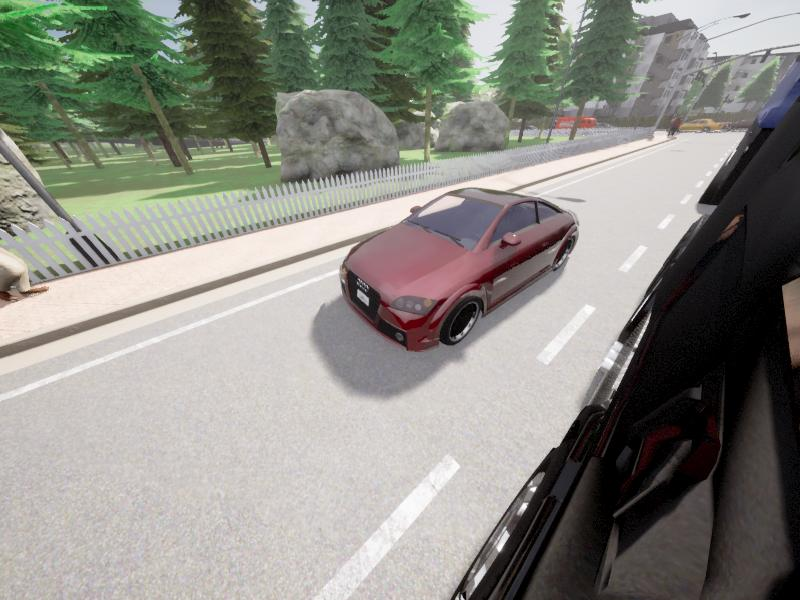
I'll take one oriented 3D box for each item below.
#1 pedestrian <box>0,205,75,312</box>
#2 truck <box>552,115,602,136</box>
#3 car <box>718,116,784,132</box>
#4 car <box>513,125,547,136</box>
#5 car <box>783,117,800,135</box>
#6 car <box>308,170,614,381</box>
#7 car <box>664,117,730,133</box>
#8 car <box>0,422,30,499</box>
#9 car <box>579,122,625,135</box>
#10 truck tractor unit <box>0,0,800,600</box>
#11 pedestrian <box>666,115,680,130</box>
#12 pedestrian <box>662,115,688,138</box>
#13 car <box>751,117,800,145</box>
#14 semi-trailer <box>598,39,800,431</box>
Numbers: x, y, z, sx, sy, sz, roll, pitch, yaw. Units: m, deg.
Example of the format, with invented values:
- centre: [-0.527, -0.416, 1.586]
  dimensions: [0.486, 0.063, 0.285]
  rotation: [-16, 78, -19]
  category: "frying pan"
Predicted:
- centre: [-6.110, -0.839, 3.303]
  dimensions: [0.751, 1.860, 0.751]
  rotation: [-28, 43, -29]
  category: "pedestrian"
- centre: [27.677, -27.362, 36.373]
  dimensions: [2.627, 2.467, 5.204]
  rotation: [-26, 43, -28]
  category: "truck"
- centre: [46.370, -23.332, 30.667]
  dimensions: [1.812, 1.442, 4.674]
  rotation: [-27, 43, -28]
  category: "car"
- centre: [23.189, -30.319, 41.421]
  dimensions: [1.837, 1.490, 4.892]
  rotation: [-26, 43, -28]
  category: "car"
- centre: [42.822, -17.347, 22.868]
  dimensions: [4.792, 1.488, 2.163]
  rotation: [2, 37, 7]
  category: "car"
- centre: [1.113, -0.949, 3.698]
  dimensions: [4.181, 1.385, 1.994]
  rotation: [-26, 43, -28]
  category: "car"
- centre: [40.809, -24.104, 31.934]
  dimensions: [1.801, 1.575, 5.366]
  rotation: [-26, 43, -28]
  category: "car"
- centre: [-4.470, 1.840, 0.127]
  dimensions: [3.988, 1.617, 1.851]
  rotation: [-27, 43, -29]
  category: "car"
- centre: [31.964, -27.228, 36.724]
  dimensions: [2.128, 1.511, 4.902]
  rotation: [-26, 43, -28]
  category: "car"
- centre: [2.645, -0.295, 0.352]
  dimensions: [6.516, 4.208, 3.053]
  rotation: [-28, 44, -30]
  category: "truck tractor unit"
- centre: [43.606, -28.329, 36.912]
  dimensions: [0.751, 1.860, 0.751]
  rotation: [26, 45, 32]
  category: "pedestrian"
- centre: [28.911, -18.217, 24.299]
  dimensions: [0.751, 1.860, 0.751]
  rotation: [-13, 38, -14]
  category: "pedestrian"
- centre: [30.975, -13.859, 18.877]
  dimensions: [5.366, 1.575, 1.801]
  rotation: [-27, 43, -29]
  category: "car"
- centre: [8.708, -3.601, 4.214]
  dimensions: [14.254, 4.402, 2.717]
  rotation: [-28, 44, -30]
  category: "semi-trailer"
